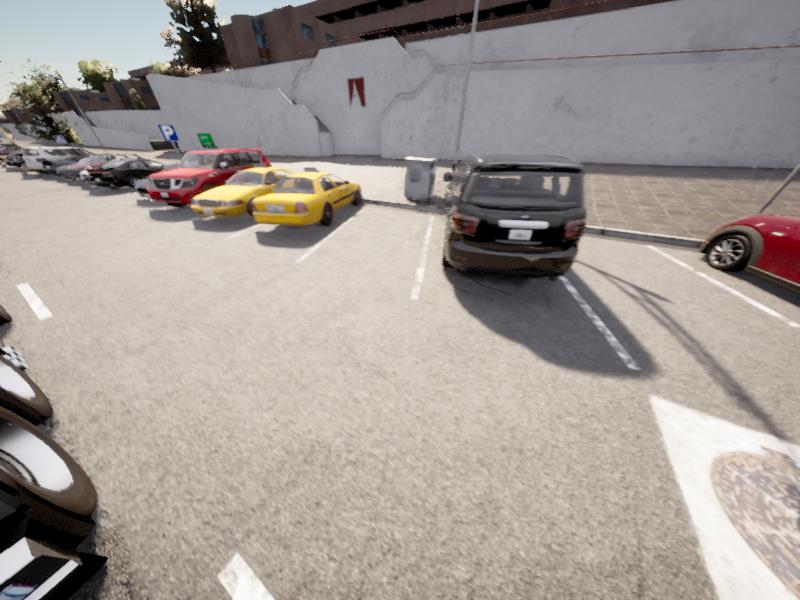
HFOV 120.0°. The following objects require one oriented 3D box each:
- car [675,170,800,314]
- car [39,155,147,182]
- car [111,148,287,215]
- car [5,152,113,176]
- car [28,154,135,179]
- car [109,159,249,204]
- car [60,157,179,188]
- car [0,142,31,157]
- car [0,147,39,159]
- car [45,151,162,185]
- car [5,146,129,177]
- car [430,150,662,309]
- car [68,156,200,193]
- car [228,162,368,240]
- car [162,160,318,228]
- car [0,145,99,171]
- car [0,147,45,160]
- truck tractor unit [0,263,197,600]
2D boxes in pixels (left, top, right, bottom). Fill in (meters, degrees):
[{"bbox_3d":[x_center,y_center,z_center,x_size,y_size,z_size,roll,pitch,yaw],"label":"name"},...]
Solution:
[{"bbox_3d":[7.399,-0.517,3.133,2.185,1.767,4.553,6,35,8],"label":"car"},{"bbox_3d":[-23.746,-10.480,18.229,2.002,1.452,4.674,6,35,8],"label":"car"},{"bbox_3d":[-8.169,-5.680,10.540,2.435,2.045,5.566,6,34,8],"label":"car"},{"bbox_3d":[-31.580,-12.970,21.780,1.946,1.575,5.366,6,35,8],"label":"car"},{"bbox_3d":[-26.352,-11.356,19.491,2.163,1.488,4.792,6,35,8],"label":"car"},{"bbox_3d":[-10.767,-6.284,11.947,2.163,1.488,4.792,6,34,8],"label":"car"},{"bbox_3d":[-18.555,-8.801,15.734,2.002,1.452,4.674,6,34,8],"label":"car"},{"bbox_3d":[-65.271,-24.642,37.834,1.878,1.987,4.442,6,35,8],"label":"car"},{"bbox_3d":[-60.132,-22.618,35.454,2.002,1.452,4.674,6,35,8],"label":"car"},{"bbox_3d":[-21.146,-9.794,16.913,2.185,1.767,4.553,6,34,8],"label":"car"},{"bbox_3d":[-28.947,-12.437,20.574,2.435,2.045,5.566,6,35,8],"label":"car"},{"bbox_3d":[2.212,-2.349,5.598,2.435,2.045,5.566,5,34,9],"label":"car"},{"bbox_3d":[-15.964,-7.992,14.454,2.097,1.535,5.008,5,34,9],"label":"car"},{"bbox_3d":[-2.949,-3.915,8.358,1.946,1.575,5.366,5,34,9],"label":"car"},{"bbox_3d":[-5.603,-4.550,9.300,1.946,1.575,5.366,6,34,8],"label":"car"},{"bbox_3d":[-36.743,-14.980,24.235,2.435,2.045,5.566,6,35,8],"label":"car"},{"bbox_3d":[-57.531,-21.737,34.201,2.163,1.488,4.792,6,35,8],"label":"car"},{"bbox_3d":[-5.117,-0.292,0.791,6.516,4.208,3.053,18,39,24],"label":"truck tractor unit"}]
